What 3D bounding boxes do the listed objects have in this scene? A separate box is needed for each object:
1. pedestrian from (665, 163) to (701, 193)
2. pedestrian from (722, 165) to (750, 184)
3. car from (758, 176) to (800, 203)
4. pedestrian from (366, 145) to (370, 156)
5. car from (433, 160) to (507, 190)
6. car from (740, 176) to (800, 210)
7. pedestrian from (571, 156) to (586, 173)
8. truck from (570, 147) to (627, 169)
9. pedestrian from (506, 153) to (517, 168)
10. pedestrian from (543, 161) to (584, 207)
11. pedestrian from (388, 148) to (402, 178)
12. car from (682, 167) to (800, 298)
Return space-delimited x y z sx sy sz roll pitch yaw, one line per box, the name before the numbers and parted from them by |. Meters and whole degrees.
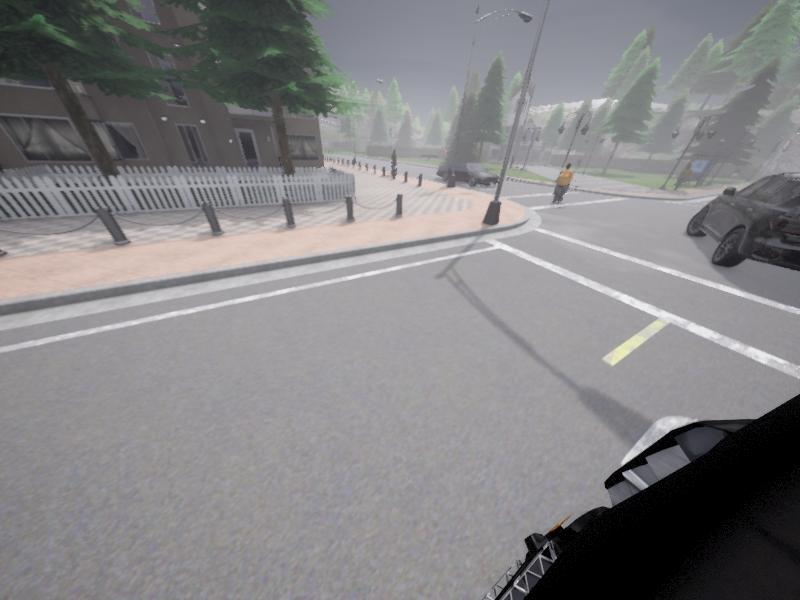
pedestrian | 20.768 -8.972 16.967 0.751 1.860 0.751 -15 38 -25
pedestrian | 37.064 -13.846 25.505 0.751 1.860 0.751 -11 36 -20
car | 29.537 -8.360 17.363 3.806 1.475 1.970 -15 38 -25
pedestrian | -6.754 -31.532 48.822 0.751 1.860 0.751 -5 34 -11
car | 4.947 -9.485 17.275 2.033 1.411 5.357 -15 38 -25
car | 24.129 -6.897 14.692 3.705 1.549 1.789 -15 38 -25
pedestrian | 24.016 -18.269 31.100 0.751 1.860 0.751 15 35 17
truck | 44.700 -32.353 52.439 2.891 3.827 8.468 -22 41 -32
pedestrian | 16.281 -20.415 33.836 0.751 1.860 0.751 6 34 4
pedestrian | 7.827 -5.566 11.136 0.751 1.860 0.751 -15 37 -24
pedestrian | -0.413 -10.175 17.173 0.751 1.860 0.751 -15 37 -25
car | 9.732 -1.984 5.765 2.150 2.045 5.566 26 40 31
